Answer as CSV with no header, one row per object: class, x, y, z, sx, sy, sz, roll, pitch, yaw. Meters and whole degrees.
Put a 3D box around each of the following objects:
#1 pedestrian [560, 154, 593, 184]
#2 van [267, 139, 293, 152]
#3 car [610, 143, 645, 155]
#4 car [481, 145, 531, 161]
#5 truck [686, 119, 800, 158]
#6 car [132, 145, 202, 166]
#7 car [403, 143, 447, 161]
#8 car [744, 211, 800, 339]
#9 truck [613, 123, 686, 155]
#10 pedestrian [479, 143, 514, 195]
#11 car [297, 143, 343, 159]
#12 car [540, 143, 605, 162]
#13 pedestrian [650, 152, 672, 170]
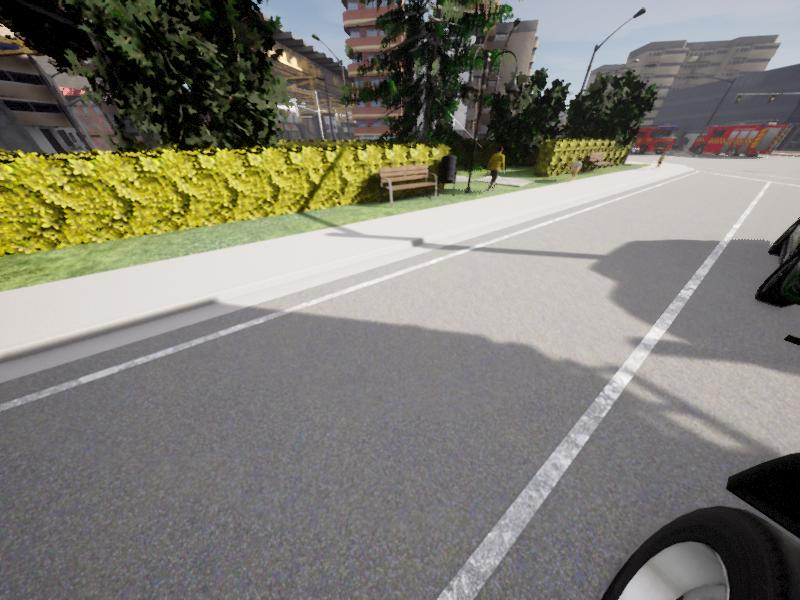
pedestrian,9.510,-7.094,12.492,0.751,1.300,0.751,-19,39,-25
van,-24.072,-31.089,46.447,2.069,2.038,4.480,6,36,9
car,35.128,-23.417,35.794,1.970,1.475,3.806,6,35,9
car,12.066,-17.016,26.702,4.792,1.488,2.163,6,36,9
truck,44.902,-21.566,31.014,2.891,3.827,8.468,6,35,8
car,-25.252,-15.975,25.403,1.801,1.575,5.366,6,36,9
car,3.030,-18.026,28.077,5.027,1.651,2.152,6,36,9
car,8.037,-0.952,3.431,5.566,2.045,2.150,-22,41,-28
truck,39.026,-25.532,36.782,2.891,3.827,8.468,6,35,8
pedestrian,4.136,-5.631,9.973,0.751,1.860,0.751,29,45,35
car,-10.409,-19.470,30.219,5.027,1.651,2.152,6,36,9
car,18.880,-16.355,25.593,5.027,1.651,2.152,6,36,9
pedestrian,19.342,-10.286,17.123,0.500,1.100,0.500,-12,37,-16
